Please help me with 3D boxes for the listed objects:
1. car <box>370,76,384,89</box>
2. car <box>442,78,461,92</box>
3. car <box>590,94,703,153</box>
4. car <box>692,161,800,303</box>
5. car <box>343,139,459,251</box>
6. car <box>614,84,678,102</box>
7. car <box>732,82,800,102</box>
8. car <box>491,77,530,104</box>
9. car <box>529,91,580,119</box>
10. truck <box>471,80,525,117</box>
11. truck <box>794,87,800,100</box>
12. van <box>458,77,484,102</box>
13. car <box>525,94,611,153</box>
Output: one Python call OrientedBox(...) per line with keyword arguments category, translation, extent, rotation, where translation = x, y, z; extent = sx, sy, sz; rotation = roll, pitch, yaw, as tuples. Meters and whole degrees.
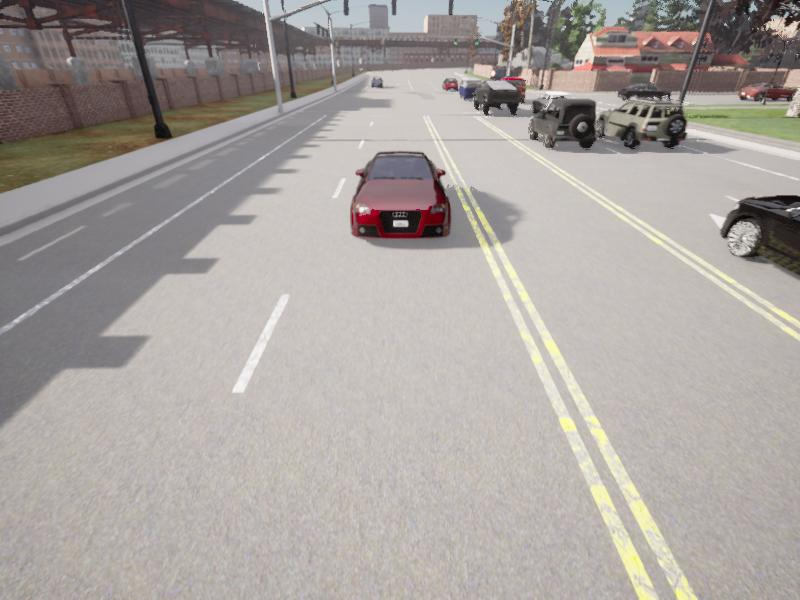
OrientedBox(category="car", translation=(-3.444, -32.969, 60.607), extent=(1.845, 1.501, 3.633), rotation=(0, 31, 0))
OrientedBox(category="car", translation=(7.054, -29.971, 55.587), extent=(2.007, 1.525, 4.514), rotation=(0, 31, 0))
OrientedBox(category="car", translation=(10.515, -7.885, 17.619), extent=(1.932, 1.855, 4.605), rotation=(0, 30, 0))
OrientedBox(category="car", translation=(6.993, -0.691, 5.677), extent=(2.128, 1.511, 4.902), rotation=(0, 30, 1))
OrientedBox(category="car", translation=(0.014, -2.578, 9.048), extent=(1.994, 1.385, 4.181), rotation=(0, 30, 0))
OrientedBox(category="car", translation=(24.182, -20.449, 39.487), extent=(4.892, 1.490, 1.837), rotation=(-1, 30, -1))
OrientedBox(category="car", translation=(36.604, -20.648, 39.696), extent=(5.027, 1.651, 2.152), rotation=(-1, 30, -1))
OrientedBox(category="car", translation=(10.535, -20.231, 38.533), extent=(2.150, 2.045, 5.566), rotation=(0, 31, 0))
OrientedBox(category="car", translation=(10.532, -13.517, 27.642), extent=(1.970, 1.475, 3.806), rotation=(0, 30, 0))
OrientedBox(category="truck", translation=(7.031, -15.022, 29.598), extent=(2.390, 2.098, 6.274), rotation=(0, 30, 0))
OrientedBox(category="truck", translation=(45.116, -21.712, 39.336), extent=(8.468, 3.827, 2.891), rotation=(-1, 30, -1))
OrientedBox(category="van", translation=(7.039, -21.023, 39.945), extent=(1.775, 1.987, 4.442), rotation=(0, 30, 0))
OrientedBox(category="car", translation=(7.030, -7.688, 17.271), extent=(1.905, 1.878, 3.866), rotation=(0, 31, 0))
